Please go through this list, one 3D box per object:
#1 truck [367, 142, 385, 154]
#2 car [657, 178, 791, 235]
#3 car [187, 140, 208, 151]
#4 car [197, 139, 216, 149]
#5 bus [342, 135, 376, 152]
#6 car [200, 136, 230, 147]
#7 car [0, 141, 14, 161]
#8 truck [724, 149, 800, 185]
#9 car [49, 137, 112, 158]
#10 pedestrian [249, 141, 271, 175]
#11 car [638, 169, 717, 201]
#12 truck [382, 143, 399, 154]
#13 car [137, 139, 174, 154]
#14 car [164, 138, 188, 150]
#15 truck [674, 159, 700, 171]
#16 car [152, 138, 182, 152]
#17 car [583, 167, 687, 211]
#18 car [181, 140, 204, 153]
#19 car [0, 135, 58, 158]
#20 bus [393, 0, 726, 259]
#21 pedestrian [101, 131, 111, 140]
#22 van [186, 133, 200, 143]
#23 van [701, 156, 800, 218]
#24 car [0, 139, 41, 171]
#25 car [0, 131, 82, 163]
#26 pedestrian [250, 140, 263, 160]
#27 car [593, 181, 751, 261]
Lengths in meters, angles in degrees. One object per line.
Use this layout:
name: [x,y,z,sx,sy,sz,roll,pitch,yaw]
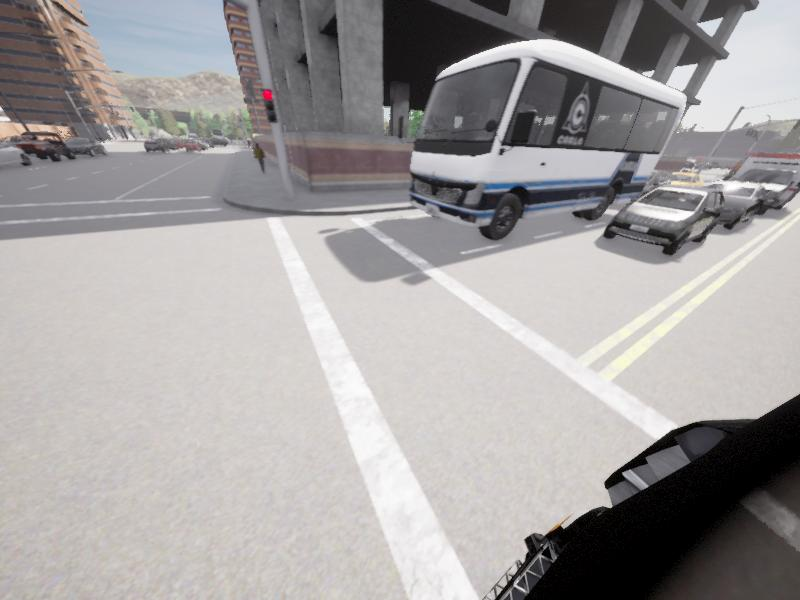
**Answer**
truck: [-6.390,-40.655,61.661,2.615,2.467,5.204,-16,38,-26]
car: [13.654,-4.136,9.764,4.902,1.511,2.128,-16,38,-26]
car: [-34.093,-26.125,39.070,1.970,1.475,3.806,-16,38,-26]
car: [-40.931,-33.115,48.946,2.242,1.667,4.611,-16,38,-25]
bus: [-13.316,-51.417,75.895,10.273,4.253,3.944,-16,38,-26]
car: [-47.419,-40.729,59.381,5.566,2.045,2.150,-16,38,-26]
car: [-30.499,-10.654,16.114,1.851,1.617,3.988,-16,38,-25]
truck: [54.170,-19.144,33.070,2.891,3.827,8.468,3,34,0]
car: [-30.863,-14.934,22.582,1.837,1.490,4.892,-16,38,-25]
pedestrian: [-9.159,-9.315,15.168,0.751,1.860,0.751,-14,37,-23]
car: [18.945,-7.935,15.772,5.366,1.575,1.801,-16,38,-26]
truck: [-2.656,-41.721,63.533,2.615,2.467,5.204,-16,38,-26]
car: [-32.563,-20.626,30.940,2.128,1.511,4.902,-16,38,-25]
car: [-39.269,-27.464,40.639,2.007,1.525,4.514,-16,38,-25]
truck: [64.885,-30.554,52.270,4.478,2.038,2.069,-16,38,-26]
car: [-35.883,-24.058,35.715,2.033,1.649,4.856,-16,38,-25]
car: [12.822,-6.212,12.660,4.611,1.667,2.242,-16,38,-26]
car: [-31.249,-23.261,34.936,1.789,1.549,3.705,-16,38,-25]
car: [-33.537,-13.697,20.552,1.816,1.474,4.193,-16,38,-25]
bus: [5.269,-5.020,7.993,10.273,4.253,3.944,-16,38,-26]
pedestrian: [-77.006,-43.073,60.514,0.751,1.860,0.751,26,40,30]
van: [-68.167,-53.401,76.269,1.988,2.561,5.915,-16,38,-25]
van: [20.248,-6.408,12.827,6.366,2.431,2.351,-16,38,-26]
car: [-24.731,-8.664,13.720,1.812,1.442,4.674,-16,38,-25]
car: [-27.712,-11.896,17.922,1.905,1.878,3.866,-16,38,-26]
pedestrian: [-15.533,-16.269,25.074,0.751,1.860,0.751,-14,37,-24]
car: [8.095,-2.556,6.952,3.705,1.549,1.789,-16,38,-26]
